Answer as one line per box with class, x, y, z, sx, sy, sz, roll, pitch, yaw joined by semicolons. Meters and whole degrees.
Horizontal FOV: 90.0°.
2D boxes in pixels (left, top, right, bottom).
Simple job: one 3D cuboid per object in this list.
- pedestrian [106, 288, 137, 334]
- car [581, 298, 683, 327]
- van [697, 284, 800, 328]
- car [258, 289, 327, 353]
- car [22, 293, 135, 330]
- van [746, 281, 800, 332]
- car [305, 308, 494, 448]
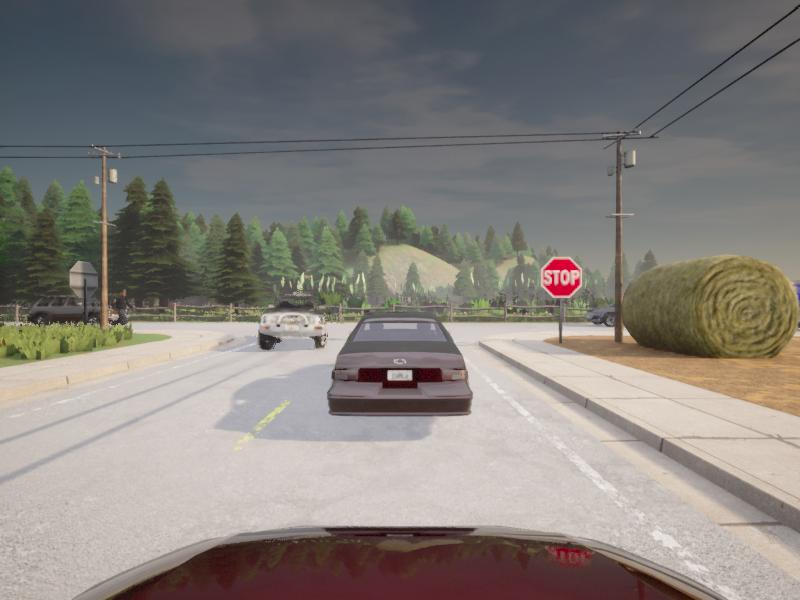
pedestrian;-11.621;0.437;16.687;0.751;1.860;0.751;0;0;7
car;13.647;0.725;23.770;4.856;1.649;2.033;0;0;3
van;21.502;0.325;23.397;6.366;2.431;2.351;0;0;3
car;-3.593;0.645;14.092;1.932;1.855;4.605;2;-1;-10
car;-17.339;0.605;21.731;4.605;1.855;1.932;-1;0;3
van;21.726;0.328;20.098;6.366;2.431;2.351;0;0;6
car;-0.001;0.889;6.985;2.033;1.411;5.357;0;0;0
